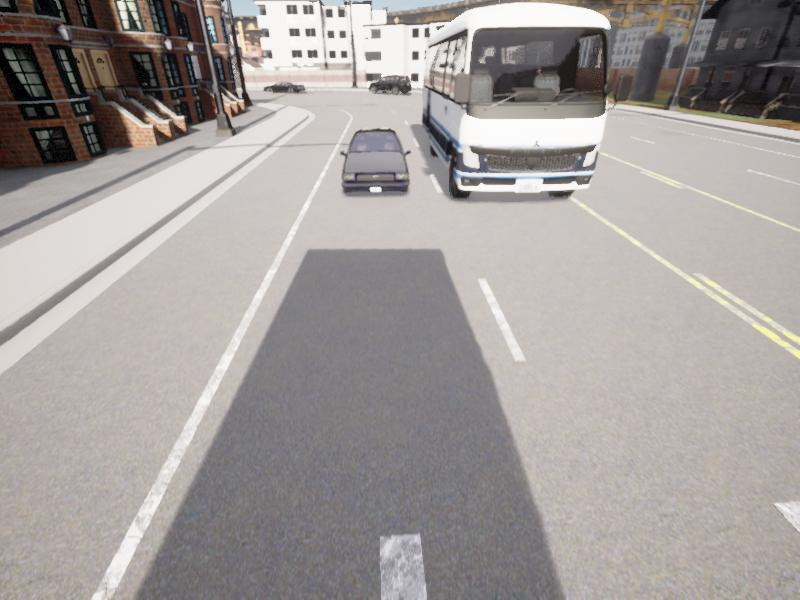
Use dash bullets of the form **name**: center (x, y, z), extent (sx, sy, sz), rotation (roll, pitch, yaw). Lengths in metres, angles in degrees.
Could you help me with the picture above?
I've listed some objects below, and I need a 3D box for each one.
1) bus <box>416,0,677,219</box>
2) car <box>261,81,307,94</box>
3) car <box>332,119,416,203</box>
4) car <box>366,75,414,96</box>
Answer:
- **bus**: center (2.860, -6.321, 12.569), extent (3.944, 4.253, 10.273), rotation (-1, 30, -2)
- **car**: center (-15.014, -27.584, 51.890), extent (5.357, 1.411, 2.033), rotation (7, 31, 12)
- **car**: center (-0.735, -4.483, 12.290), extent (2.033, 1.411, 5.357), rotation (-2, 30, -2)
- **car**: center (-1.259, -26.299, 48.935), extent (5.566, 2.045, 2.150), rotation (19, 36, 30)
